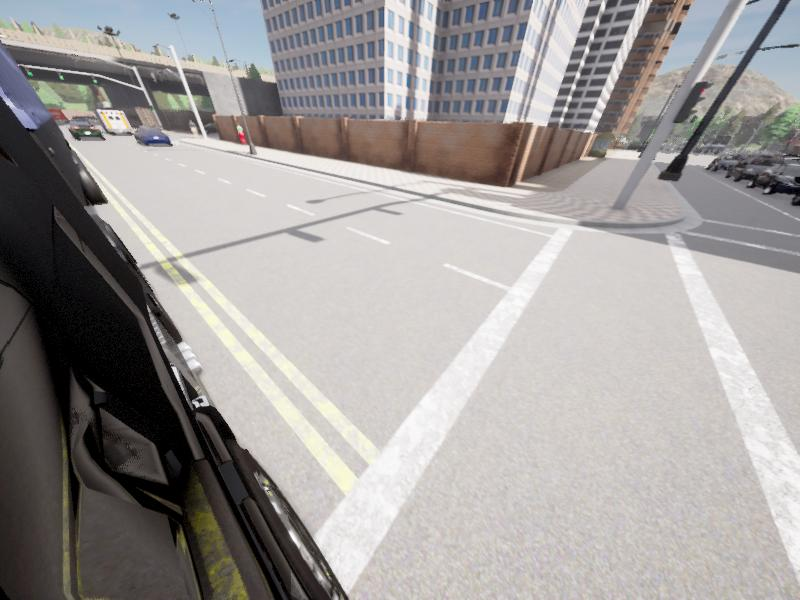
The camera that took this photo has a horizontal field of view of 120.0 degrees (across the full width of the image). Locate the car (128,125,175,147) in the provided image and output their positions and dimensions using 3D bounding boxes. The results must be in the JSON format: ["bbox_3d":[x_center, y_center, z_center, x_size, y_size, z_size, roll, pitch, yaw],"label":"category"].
[{"bbox_3d":[-23.038,-15.212,21.403,4.181,1.385,1.994,29,44,31],"label":"car"}]

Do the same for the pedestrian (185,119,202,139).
[{"bbox_3d":[-23.770,-19.714,26.654,0.751,1.860,0.751,-18,41,-26],"label":"pedestrian"}]

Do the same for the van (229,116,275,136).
[{"bbox_3d":[-25.550,-30.057,40.104,1.988,2.561,5.915,28,43,29],"label":"van"}]

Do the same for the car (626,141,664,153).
[{"bbox_3d":[56.978,-35.746,53.873,5.566,2.045,2.150,28,43,30],"label":"car"}]

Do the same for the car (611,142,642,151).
[{"bbox_3d":[56.659,-38.424,57.865,5.366,1.575,1.801,28,43,30],"label":"car"}]

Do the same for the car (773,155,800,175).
[{"bbox_3d":[42.440,-14.045,24.166,2.128,1.511,4.902,28,43,30],"label":"car"}]

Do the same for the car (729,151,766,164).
[{"bbox_3d":[55.361,-22.821,36.887,2.007,1.525,4.514,28,43,30],"label":"car"}]

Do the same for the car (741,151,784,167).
[{"bbox_3d":[51.183,-20.004,32.757,2.007,1.525,4.514,28,43,30],"label":"car"}]

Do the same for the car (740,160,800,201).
[{"bbox_3d":[22.312,-6.834,13.136,2.163,1.488,4.792,28,43,30],"label":"car"}]

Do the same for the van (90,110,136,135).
[{"bbox_3d":[-37.620,-23.269,30.293,6.366,2.431,2.351,28,43,29],"label":"van"}]

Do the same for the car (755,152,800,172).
[{"bbox_3d":[46.773,-17.040,28.390,2.033,1.649,4.856,28,44,30],"label":"car"}]

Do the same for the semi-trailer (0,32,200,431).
[{"bbox_3d":[-8.644,-3.642,4.280,14.254,4.402,2.717,29,44,30],"label":"semi-trailer"}]

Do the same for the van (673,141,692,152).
[{"bbox_3d":[82.251,-44.828,67.339,1.988,2.561,5.915,28,43,30],"label":"van"}]

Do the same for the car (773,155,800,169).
[{"bbox_3d":[55.034,-19.282,32.243,1.895,1.301,4.718,28,43,30],"label":"car"}]

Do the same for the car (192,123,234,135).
[{"bbox_3d":[-31.441,-28.881,38.999,1.837,1.490,4.892,29,44,30],"label":"car"}]

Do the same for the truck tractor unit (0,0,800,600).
[{"bbox_3d":[-2.645,-0.295,0.351,6.516,4.208,3.053,28,44,30],"label":"truck tractor unit"}]

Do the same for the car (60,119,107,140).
[{"bbox_3d":[-31.873,-17.185,23.267,4.974,1.542,2.038,27,43,30],"label":"car"}]

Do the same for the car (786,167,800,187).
[{"bbox_3d":[29.482,-8.622,15.683,1.905,1.878,3.866,28,43,30],"label":"car"}]

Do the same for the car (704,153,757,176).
[{"bbox_3d":[31.503,-13.090,22.173,1.816,1.474,4.193,28,43,30],"label":"car"}]

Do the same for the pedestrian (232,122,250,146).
[{"bbox_3d":[-15.552,-16.260,22.612,0.751,1.860,0.751,28,43,30],"label":"pedestrian"}]

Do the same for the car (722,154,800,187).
[{"bbox_3d":[26.448,-9.704,17.168,1.851,1.617,3.988,28,43,30],"label":"car"}]

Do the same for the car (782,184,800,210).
[{"bbox_3d":[18.404,-4.290,9.119,1.932,1.855,4.605,30,44,31],"label":"car"}]

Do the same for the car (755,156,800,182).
[{"bbox_3d":[33.891,-11.470,20.142,1.837,1.490,4.892,28,43,30],"label":"car"}]
